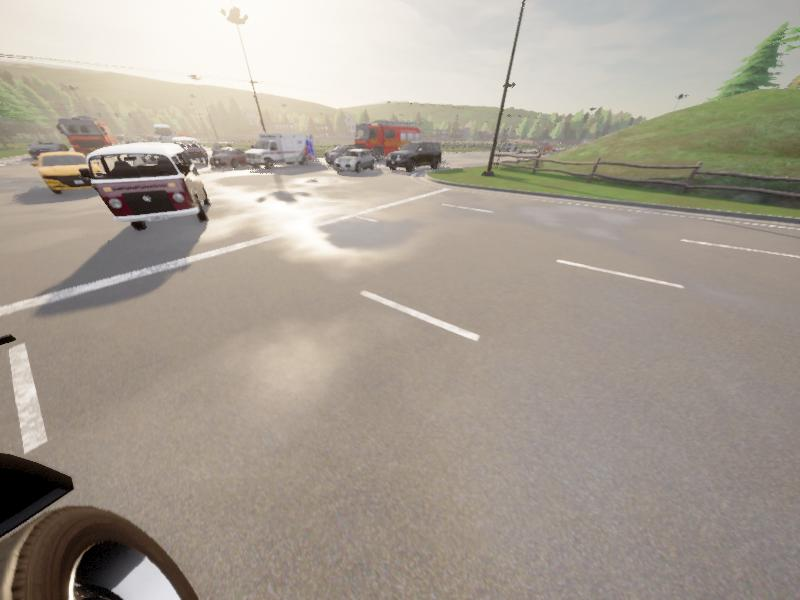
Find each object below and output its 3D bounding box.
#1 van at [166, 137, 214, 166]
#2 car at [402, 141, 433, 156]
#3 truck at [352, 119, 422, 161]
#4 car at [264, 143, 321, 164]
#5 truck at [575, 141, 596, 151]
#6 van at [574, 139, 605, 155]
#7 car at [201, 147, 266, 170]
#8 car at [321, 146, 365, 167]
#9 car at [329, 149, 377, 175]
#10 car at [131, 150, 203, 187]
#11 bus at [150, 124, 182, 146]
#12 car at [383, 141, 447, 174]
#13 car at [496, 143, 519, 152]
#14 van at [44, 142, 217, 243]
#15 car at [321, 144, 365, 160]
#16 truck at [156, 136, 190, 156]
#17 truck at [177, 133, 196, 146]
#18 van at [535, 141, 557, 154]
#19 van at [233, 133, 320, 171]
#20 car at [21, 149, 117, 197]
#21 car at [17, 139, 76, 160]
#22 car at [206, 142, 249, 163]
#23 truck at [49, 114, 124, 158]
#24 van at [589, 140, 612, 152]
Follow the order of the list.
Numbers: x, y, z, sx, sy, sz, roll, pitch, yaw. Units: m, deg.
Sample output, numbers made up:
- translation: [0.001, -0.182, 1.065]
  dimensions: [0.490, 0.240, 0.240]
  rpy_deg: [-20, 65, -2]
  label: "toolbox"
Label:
- translation: [-19.492, -13.831, 21.450]
  dimensions: [4.480, 2.038, 2.069]
  rpy_deg: [30, 44, 35]
  label: "van"
- translation: [2.752, -23.602, 35.970]
  dimensions: [4.605, 1.855, 1.932]
  rpy_deg: [-25, 43, -33]
  label: "car"
- translation: [-1.363, -19.771, 28.732]
  dimensions: [8.468, 3.827, 2.891]
  rpy_deg: [-26, 43, -33]
  label: "truck"
- translation: [-11.486, -15.994, 25.060]
  dimensions: [2.152, 1.651, 5.027]
  rpy_deg: [24, 41, 29]
  label: "car"
- translation: [49.037, -40.668, 61.028]
  dimensions: [6.274, 2.098, 2.390]
  rpy_deg: [-26, 43, -32]
  label: "truck"
- translation: [36.707, -29.580, 44.704]
  dimensions: [6.366, 2.431, 2.351]
  rpy_deg: [-26, 43, -32]
  label: "van"
- translation: [-14.157, -12.335, 20.016]
  dimensions: [1.994, 1.385, 4.181]
  rpy_deg: [10, 36, 12]
  label: "car"
- translation: [-5.343, -13.786, 22.126]
  dimensions: [1.845, 1.501, 3.633]
  rpy_deg: [25, 42, 30]
  label: "car"
- translation: [-3.539, -10.951, 18.172]
  dimensions: [1.970, 1.475, 3.806]
  rpy_deg: [12, 37, 16]
  label: "car"
- translation: [-13.519, -7.728, 13.377]
  dimensions: [4.193, 1.474, 1.816]
  rpy_deg: [26, 42, 32]
  label: "car"
- translation: [-60.064, -42.402, 59.346]
  dimensions: [3.944, 4.253, 10.273]
  rpy_deg: [-25, 43, -32]
  label: "bus"
- translation: [1.363, -12.137, 19.466]
  dimensions: [2.150, 2.045, 5.566]
  rpy_deg: [29, 44, 34]
  label: "car"
- translation: [23.641, -33.511, 50.806]
  dimensions: [4.974, 1.542, 2.038]
  rpy_deg: [-26, 43, -32]
  label: "car"
- translation: [-7.485, -3.677, 7.251]
  dimensions: [2.069, 2.038, 4.480]
  rpy_deg: [-20, 39, -26]
  label: "van"
- translation: [-7.083, -18.670, 29.084]
  dimensions: [4.792, 1.488, 2.163]
  rpy_deg: [-26, 43, -33]
  label: "car"
- translation: [-30.705, -20.891, 31.216]
  dimensions: [2.390, 2.098, 6.274]
  rpy_deg: [-26, 43, -32]
  label: "truck"
- translation: [-52.620, -39.483, 56.923]
  dimensions: [2.627, 2.467, 5.204]
  rpy_deg: [-25, 42, -32]
  label: "truck"
- translation: [30.280, -31.596, 47.829]
  dimensions: [4.442, 1.987, 1.775]
  rpy_deg: [-25, 43, -33]
  label: "van"
- translation: [-10.341, -13.099, 20.262]
  dimensions: [2.351, 2.431, 6.366]
  rpy_deg: [15, 38, 20]
  label: "van"
- translation: [-16.036, -6.362, 11.325]
  dimensions: [5.008, 1.535, 1.882]
  rpy_deg: [27, 42, 32]
  label: "car"
- translation: [-37.903, -16.331, 24.989]
  dimensions: [2.152, 1.651, 5.027]
  rpy_deg: [-26, 43, -32]
  label: "car"
- translation: [-18.517, -15.921, 24.767]
  dimensions: [2.242, 1.667, 4.611]
  rpy_deg: [-29, 45, -35]
  label: "car"
- translation: [-36.593, -19.437, 27.522]
  dimensions: [2.891, 3.827, 8.468]
  rpy_deg: [-25, 43, -32]
  label: "truck"
- translation: [50.682, -38.951, 58.327]
  dimensions: [6.366, 2.431, 2.351]
  rpy_deg: [-26, 43, -32]
  label: "van"
